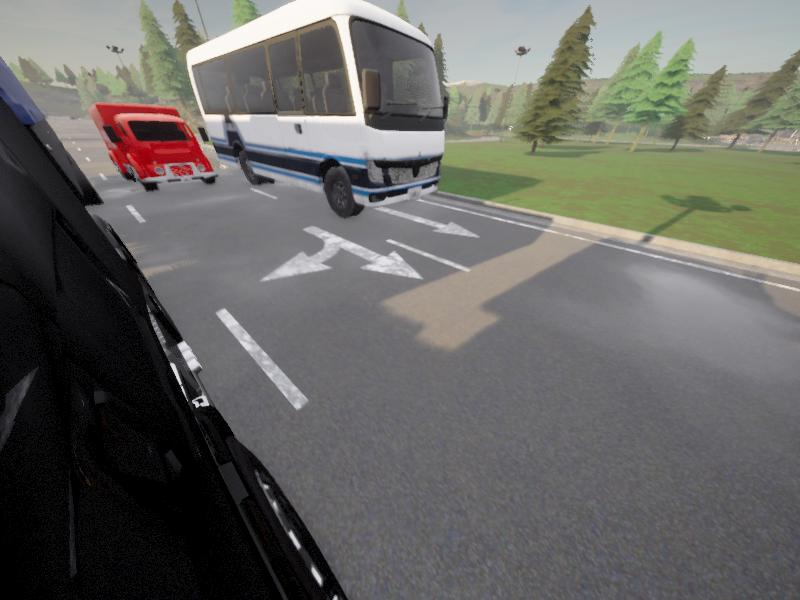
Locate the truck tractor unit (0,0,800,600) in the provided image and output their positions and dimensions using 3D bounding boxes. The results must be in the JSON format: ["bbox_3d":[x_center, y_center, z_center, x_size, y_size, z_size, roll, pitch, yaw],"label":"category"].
[{"bbox_3d":[-2.645,-0.295,0.352,6.516,4.208,3.053,28,44,30],"label":"truck tractor unit"}]

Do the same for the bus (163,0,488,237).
[{"bbox_3d":[-3.192,-6.158,8.049,10.273,4.253,3.944,28,44,30],"label":"bus"}]

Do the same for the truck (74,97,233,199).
[{"bbox_3d":[-9.373,-5.850,8.846,5.204,2.467,2.627,27,44,31],"label":"truck"}]

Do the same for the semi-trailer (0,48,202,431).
[{"bbox_3d":[-8.717,-3.577,4.232,14.254,4.402,2.717,28,44,30],"label":"semi-trailer"}]
